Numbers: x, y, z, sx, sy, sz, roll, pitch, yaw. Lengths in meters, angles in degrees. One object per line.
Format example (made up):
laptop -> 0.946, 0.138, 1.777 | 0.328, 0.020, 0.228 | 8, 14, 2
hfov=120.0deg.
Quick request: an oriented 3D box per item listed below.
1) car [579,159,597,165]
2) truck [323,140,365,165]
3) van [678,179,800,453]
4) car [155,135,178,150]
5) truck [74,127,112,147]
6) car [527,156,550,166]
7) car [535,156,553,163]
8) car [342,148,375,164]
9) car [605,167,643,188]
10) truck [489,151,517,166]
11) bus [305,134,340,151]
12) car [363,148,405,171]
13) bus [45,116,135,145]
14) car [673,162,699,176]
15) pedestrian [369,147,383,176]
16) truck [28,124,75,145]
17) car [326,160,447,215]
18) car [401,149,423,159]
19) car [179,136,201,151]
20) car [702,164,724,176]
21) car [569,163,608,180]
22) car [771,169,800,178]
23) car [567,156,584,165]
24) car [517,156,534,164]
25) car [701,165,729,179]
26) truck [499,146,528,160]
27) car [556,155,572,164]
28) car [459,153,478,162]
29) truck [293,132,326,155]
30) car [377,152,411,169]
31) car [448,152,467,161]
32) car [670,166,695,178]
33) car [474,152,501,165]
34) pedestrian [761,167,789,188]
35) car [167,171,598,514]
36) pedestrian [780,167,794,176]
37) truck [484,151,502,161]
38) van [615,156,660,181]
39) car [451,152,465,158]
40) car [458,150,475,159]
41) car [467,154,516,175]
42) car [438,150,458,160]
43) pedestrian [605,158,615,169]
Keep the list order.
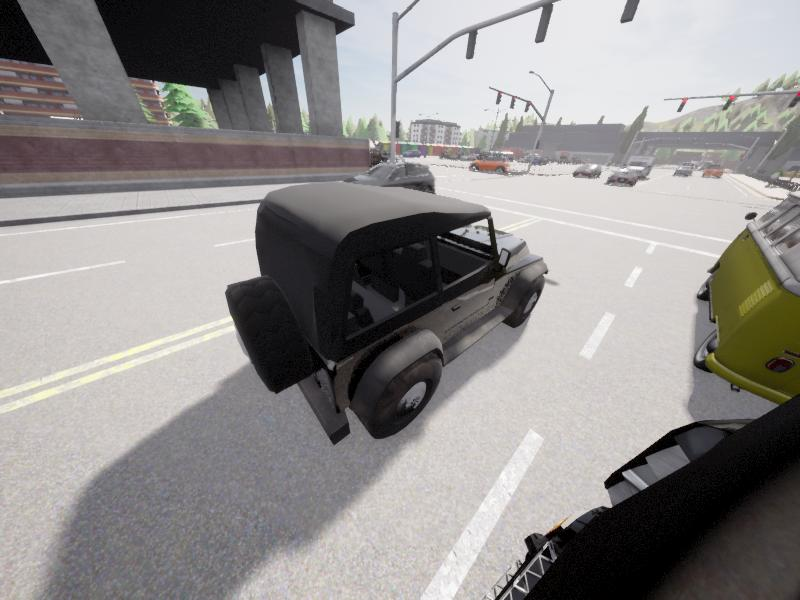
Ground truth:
car -> 57.011, -41.898, 70.123 | 1.970, 1.475, 3.806 | -24, 42, -34
truck -> -7.122, -18.775, 29.361 | 2.627, 2.467, 5.204 | -25, 42, -35
van -> 5.427, -0.147, 2.780 | 4.442, 1.987, 1.775 | -24, 42, -35
car -> -37.488, -25.263, 37.127 | 1.905, 1.878, 3.866 | -24, 42, -35
truck -> -51.750, -27.608, 39.113 | 2.615, 2.467, 5.204 | -24, 42, -35
car -> 28.815, -28.860, 47.934 | 4.611, 1.667, 2.242 | -24, 42, -35
car -> 38.218, -37.188, 61.310 | 5.357, 1.415, 2.033 | -24, 42, -35
car -> -5.931, -20.548, 32.874 | 1.930, 1.638, 5.238 | -25, 42, -35
car -> 20.749, -11.517, 21.591 | 1.994, 1.385, 4.181 | 24, 39, 29
truck -> 17.534, -23.982, 39.252 | 4.478, 2.038, 2.069 | -24, 42, -35
bus -> -26.154, -53.631, 78.923 | 10.273, 4.253, 3.944 | -24, 42, -34
car -> -1.824, -15.035, 24.668 | 1.932, 1.855, 4.605 | -25, 42, -35
bus -> -65.295, -36.015, 49.424 | 10.273, 4.253, 3.944 | -24, 42, -34
car -> 52.887, -24.288, 42.691 | 5.566, 2.045, 2.150 | -24, 42, -35
pedestrian -> -1.815, -10.476, 17.494 | 0.751, 1.860, 0.751 | 24, 39, 29
truck -> -54.985, -26.148, 36.667 | 2.615, 2.467, 5.204 | -24, 42, -35
car -> -0.386, -5.108, 10.139 | 4.856, 1.649, 2.033 | -24, 42, -35
car -> 2.695, -33.642, 53.165 | 4.611, 1.667, 2.242 | -24, 42, -35
car -> -35.280, -26.260, 38.796 | 1.905, 1.878, 3.866 | -24, 42, -35
car -> 63.708, -26.554, 47.076 | 3.866, 1.878, 1.905 | -24, 42, -35
car -> 22.556, -15.462, 27.608 | 4.792, 1.488, 2.163 | -24, 42, -35
car -> 90.184, -28.820, 52.786 | 1.801, 1.575, 5.366 | -24, 42, -35
car -> 46.721, -37.084, 61.369 | 4.605, 1.855, 1.932 | -24, 42, -35
car -> 29.941, -33.446, 55.060 | 3.806, 1.475, 1.970 | -24, 42, -35
car -> 53.147, -21.727, 39.080 | 4.553, 1.767, 2.097 | -24, 42, -35
truck -> 41.496, -53.776, 84.639 | 2.891, 3.827, 8.468 | -23, 41, -33
car -> 44.856, -38.370, 63.171 | 3.866, 1.878, 1.905 | -24, 42, -35
car -> 14.796, -30.866, 50.028 | 3.806, 1.475, 1.970 | -24, 42, -35
truck -> -19.122, -33.072, 48.773 | 2.891, 3.827, 8.468 | -25, 42, -35
car -> -0.824, -17.120, 28.247 | 1.816, 1.474, 4.193 | -25, 42, -35
car -> 12.891, -32.163, 51.781 | 3.905, 1.438, 1.784 | -24, 42, -35
car -> 47.208, -21.430, 38.540 | 5.357, 1.411, 2.033 | -25, 42, -35
car -> 15.570, -25.149, 41.034 | 4.605, 1.855, 1.932 | -24, 42, -35
pedestrian -> 40.679, -13.323, 25.090 | 0.751, 1.860, 0.751 | -25, 42, -35
car -> 0.274, -0.350, 2.783 | 3.866, 1.878, 1.905 | -24, 42, -35
pedestrian -> 94.149, -31.320, 56.246 | 0.751, 1.860, 0.751 | 26, 40, 30
truck -> 24.213, -37.523, 60.161 | 4.478, 2.038, 2.069 | -24, 42, -35
van -> 29.827, -16.567, 28.965 | 6.366, 2.431, 2.351 | -24, 42, -35
car -> 16.885, -42.148, 67.127 | 3.905, 1.438, 1.784 | -24, 42, -35
car -> 18.754, -41.031, 65.204 | 4.605, 1.855, 1.932 | -24, 42, -35
car -> 10.625, -15.935, 27.033 | 4.553, 1.767, 2.097 | 26, 40, 30
car -> 11.095, -33.499, 53.276 | 4.605, 1.855, 1.932 | -24, 42, -35
pedestrian -> 42.417, -27.602, 46.737 | 0.751, 1.860, 0.751 | -26, 43, -36
